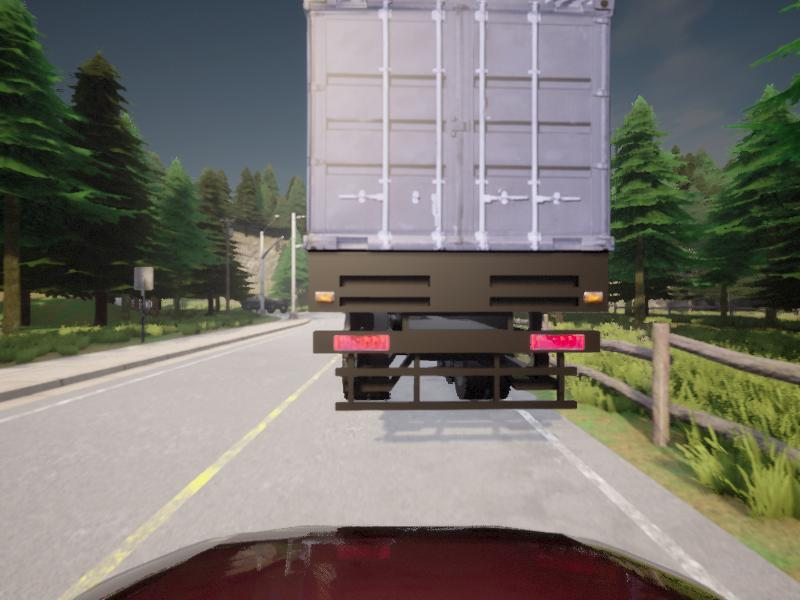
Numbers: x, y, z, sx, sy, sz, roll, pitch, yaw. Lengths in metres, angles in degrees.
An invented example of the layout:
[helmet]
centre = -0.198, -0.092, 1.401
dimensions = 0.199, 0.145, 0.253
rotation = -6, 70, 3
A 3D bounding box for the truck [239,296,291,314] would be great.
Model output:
[truck]
centre = -16.248, 0.588, 48.150
dimensions = 6.274, 2.098, 2.390
rotation = 0, 0, 30

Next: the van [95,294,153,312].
[van]
centre = -38.538, 0.430, 55.974
dimensions = 6.366, 2.431, 2.351
rotation = 0, 0, -4

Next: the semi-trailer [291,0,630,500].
[semi-trailer]
centre = 0.296, -0.606, 10.320
dimensions = 2.717, 4.402, 14.254
rotation = 0, 0, -2

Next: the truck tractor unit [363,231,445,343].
[truck tractor unit]
centre = 0.091, -0.500, 18.231
dimensions = 3.053, 4.208, 6.516
rotation = 0, 0, -1
